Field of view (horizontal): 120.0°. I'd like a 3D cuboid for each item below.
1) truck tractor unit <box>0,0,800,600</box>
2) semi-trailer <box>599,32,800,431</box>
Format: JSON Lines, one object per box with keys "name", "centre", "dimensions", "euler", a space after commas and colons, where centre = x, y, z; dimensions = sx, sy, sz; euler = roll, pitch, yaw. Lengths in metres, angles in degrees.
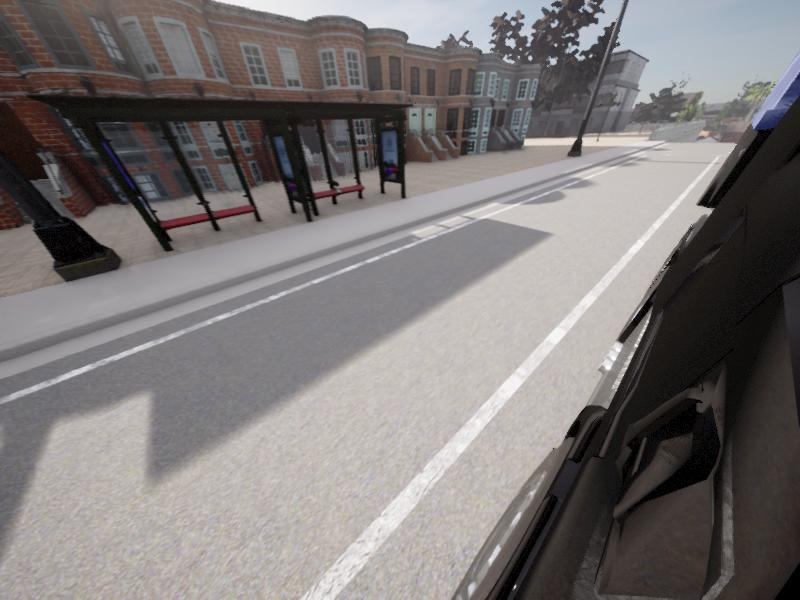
{"name": "truck tractor unit", "centre": [2.645, -0.295, 0.351], "dimensions": [6.516, 4.208, 3.053], "euler": [-28, 44, -30]}
{"name": "semi-trailer", "centre": [8.698, -3.584, 4.259], "dimensions": [14.254, 4.402, 2.717], "euler": [-28, 43, -30]}
